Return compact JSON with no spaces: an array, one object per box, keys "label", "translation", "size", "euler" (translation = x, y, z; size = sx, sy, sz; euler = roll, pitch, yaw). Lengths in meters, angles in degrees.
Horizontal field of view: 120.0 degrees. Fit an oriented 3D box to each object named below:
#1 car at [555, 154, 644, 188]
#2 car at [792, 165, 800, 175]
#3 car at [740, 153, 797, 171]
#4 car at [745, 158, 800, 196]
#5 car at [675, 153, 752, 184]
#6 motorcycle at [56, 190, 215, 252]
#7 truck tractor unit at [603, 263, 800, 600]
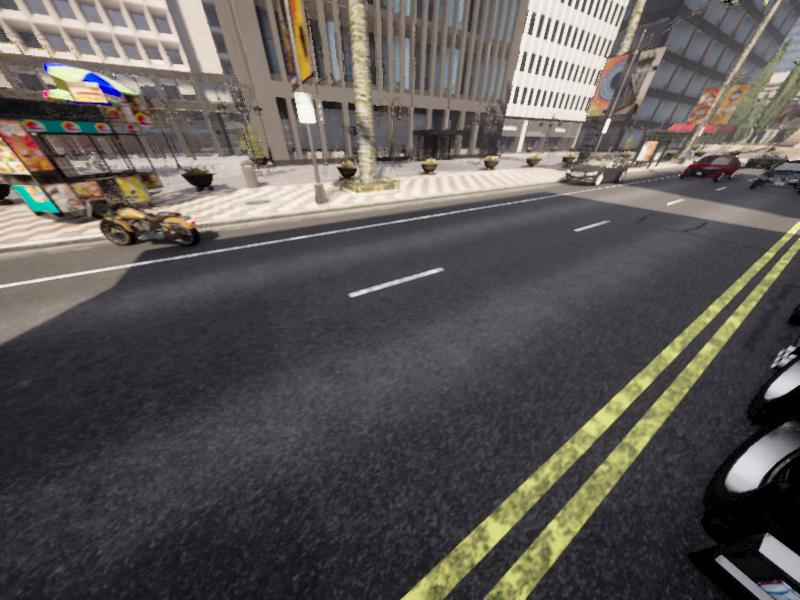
[{"label":"car","translation":[12.739,-8.350,14.785],"size":[4.892,1.521,2.231],"euler":[-18,39,-24]},{"label":"car","translation":[35.391,-11.445,19.118],"size":[3.866,1.878,1.905],"euler":[-17,38,-23]},{"label":"car","translation":[37.173,-13.998,23.327],"size":[4.718,1.301,1.895],"euler":[-16,38,-22]},{"label":"car","translation":[22.066,-7.013,13.022],"size":[4.674,1.442,1.812],"euler":[-18,39,-24]},{"label":"car","translation":[22.232,-9.413,16.392],"size":[5.008,1.535,1.882],"euler":[-18,39,-24]},{"label":"motorcycle","translation":[-6.244,-1.927,5.658],"size":[2.356,1.277,0.764],"euler":[0,35,0]},{"label":"truck tractor unit","translation":[5.107,-0.304,0.794],"size":[6.516,4.208,3.053],"euler":[-18,39,-24]}]
